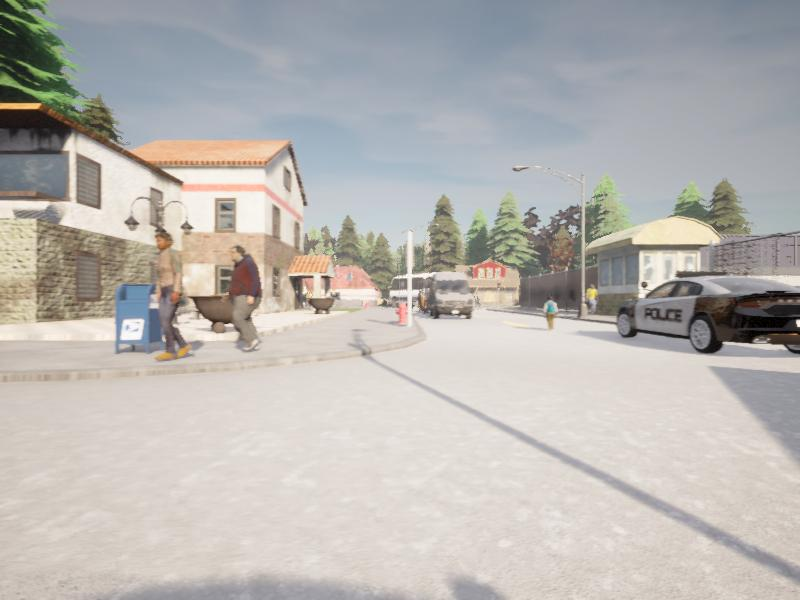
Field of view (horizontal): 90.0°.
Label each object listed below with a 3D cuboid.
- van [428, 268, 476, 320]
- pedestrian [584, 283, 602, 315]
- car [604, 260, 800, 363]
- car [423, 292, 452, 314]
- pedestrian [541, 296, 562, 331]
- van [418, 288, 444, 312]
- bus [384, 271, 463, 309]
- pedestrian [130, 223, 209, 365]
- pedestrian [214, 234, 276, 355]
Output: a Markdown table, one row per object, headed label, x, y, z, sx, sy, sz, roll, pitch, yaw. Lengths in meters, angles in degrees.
| label | x | y | z | sx | sy | sz | roll | pitch | yaw |
| --- | --- | --- | --- | --- | --- | --- | --- | --- | --- |
| van | 2.774 | -0.276 | 22.683 | 1.988 | 2.561 | 5.915 | 0 | 0 | 1 |
| pedestrian | 11.287 | -0.058 | 23.431 | 0.751 | 1.860 | 0.751 | 0 | 0 | 11 |
| car | 6.692 | 0.176 | 8.963 | 1.930 | 1.638 | 5.238 | 0 | 0 | 5 |
| car | 2.670 | 0.216 | 29.244 | 1.789 | 1.549 | 3.705 | 0 | 0 | 0 |
| pedestrian | 4.866 | 0.422 | 12.866 | 0.500 | 1.100 | 0.500 | 0 | 0 | 7 |
| van | 2.627 | 0.000 | 34.739 | 1.775 | 1.987 | 4.442 | 0 | 0 | -1 |
| bus | 2.628 | -1.135 | 49.868 | 3.944 | 4.253 | 10.273 | 0 | 0 | -39 |
| pedestrian | -3.309 | -0.079 | 5.755 | 0.751 | 1.860 | 0.751 | 0 | 0 | 37 |
| pedestrian | -2.593 | -0.078 | 6.682 | 0.751 | 1.860 | 0.751 | 0 | 0 | -42 |
